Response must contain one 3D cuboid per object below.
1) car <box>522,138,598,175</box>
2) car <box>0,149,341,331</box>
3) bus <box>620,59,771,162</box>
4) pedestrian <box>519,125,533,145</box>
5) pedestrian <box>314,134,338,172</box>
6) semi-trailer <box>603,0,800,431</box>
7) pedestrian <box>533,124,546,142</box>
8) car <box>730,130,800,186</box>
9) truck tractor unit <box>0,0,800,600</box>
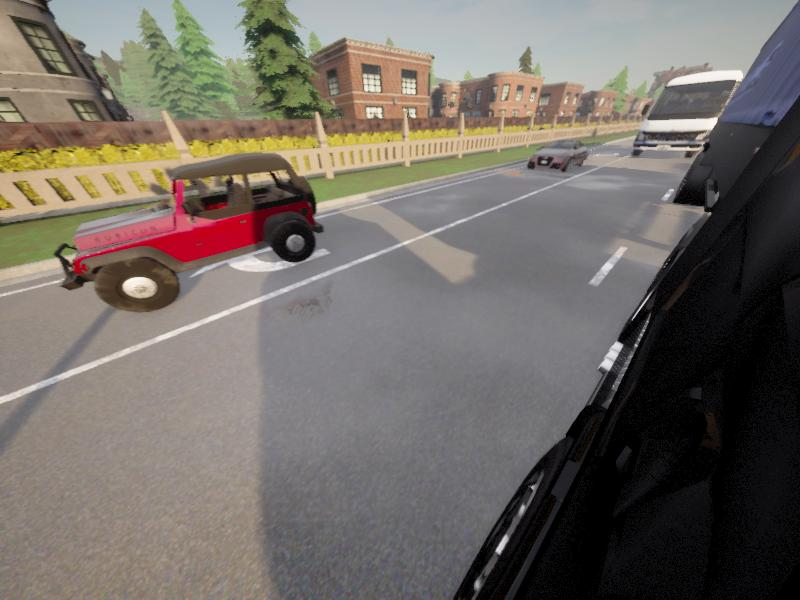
[{"bbox_3d":[9.106,-8.265,13.135,4.181,1.385,1.994,-29,44,-31],"label":"car"},{"bbox_3d":[-3.464,-1.524,4.307,3.866,1.878,1.905,-29,44,-31],"label":"car"},{"bbox_3d":[20.261,-12.744,16.132,10.273,4.253,3.944,-29,44,-31],"label":"bus"},{"bbox_3d":[14.374,-18.865,26.425,0.751,1.860,0.751,-29,44,-32],"label":"pedestrian"},{"bbox_3d":[-4.428,-8.849,13.968,0.751,1.860,0.751,-29,44,-31],"label":"pedestrian"},{"bbox_3d":[8.433,-3.745,4.509,14.254,4.402,2.717,-31,45,-33],"label":"semi-trailer"},{"bbox_3d":[17.878,-21.344,29.573,0.751,1.860,0.751,-30,44,-32],"label":"pedestrian"},{"bbox_3d":[16.333,-5.975,9.530,2.128,1.511,4.902,28,46,31],"label":"car"},{"bbox_3d":[2.645,-0.295,0.351,6.516,4.208,3.053,-28,44,-30],"label":"truck tractor unit"}]
